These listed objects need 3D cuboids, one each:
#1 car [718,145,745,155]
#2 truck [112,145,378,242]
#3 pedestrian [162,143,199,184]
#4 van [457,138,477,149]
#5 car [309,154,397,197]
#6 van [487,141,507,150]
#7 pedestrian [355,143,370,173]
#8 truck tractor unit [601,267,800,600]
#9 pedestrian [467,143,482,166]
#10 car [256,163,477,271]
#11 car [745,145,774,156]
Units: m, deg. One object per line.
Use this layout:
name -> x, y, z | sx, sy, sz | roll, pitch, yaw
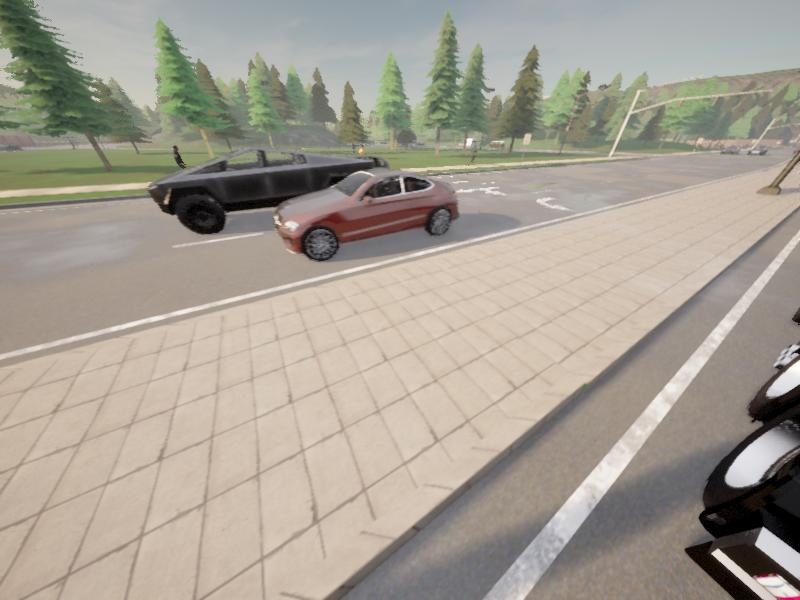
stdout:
car -> 68.674, -31.051, 47.846 | 4.974, 1.542, 2.038 | -19, 39, -25
truck -> -4.140, -3.921, 7.761 | 6.274, 2.098, 2.390 | -18, 39, -25
pedestrian -> -12.026, -7.497, 12.730 | 0.751, 1.860, 0.751 | -18, 39, -25
van -> 20.273, -47.643, 70.350 | 1.988, 2.561, 5.915 | -18, 39, -24
car -> -2.341, -6.644, 12.118 | 3.988, 1.617, 1.851 | -18, 39, -25
van -> 27.591, -44.113, 65.816 | 2.069, 2.038, 4.480 | -18, 39, -24
pedestrian -> -2.800, -10.671, 17.367 | 0.751, 1.860, 0.751 | -22, 41, -29
truck tractor unit -> 5.114, -0.298, 0.772 | 6.516, 4.208, 3.053 | -18, 39, -24
pedestrian -> 7.121, -13.996, 22.228 | 0.751, 1.860, 0.751 | -17, 38, -23
car -> -0.705, -2.550, 6.237 | 5.027, 1.651, 2.152 | -18, 39, -25
car -> 70.907, -29.533, 45.599 | 4.856, 1.649, 2.033 | -19, 39, -25
